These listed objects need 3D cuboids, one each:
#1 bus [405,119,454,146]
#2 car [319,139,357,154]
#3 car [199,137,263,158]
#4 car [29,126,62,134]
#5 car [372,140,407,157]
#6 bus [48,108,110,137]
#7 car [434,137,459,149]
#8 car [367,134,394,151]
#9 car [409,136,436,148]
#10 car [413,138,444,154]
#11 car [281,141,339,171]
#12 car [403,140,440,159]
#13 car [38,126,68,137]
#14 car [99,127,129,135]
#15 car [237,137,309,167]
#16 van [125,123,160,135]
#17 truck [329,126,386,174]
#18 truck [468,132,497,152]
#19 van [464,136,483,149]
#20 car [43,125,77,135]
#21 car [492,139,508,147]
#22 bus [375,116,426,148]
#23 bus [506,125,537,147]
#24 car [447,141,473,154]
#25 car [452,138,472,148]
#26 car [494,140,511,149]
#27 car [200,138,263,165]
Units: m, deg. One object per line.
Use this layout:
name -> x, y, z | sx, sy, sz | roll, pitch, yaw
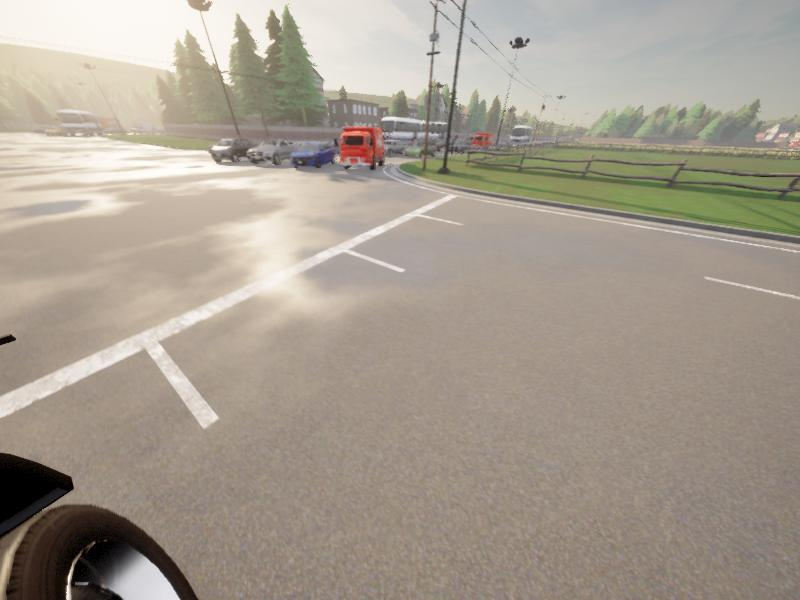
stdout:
bus -> 6.199, -34.826, 48.388 | 10.273, 4.253, 3.944 | -25, 43, -32
car -> -7.608, -19.113, 28.646 | 1.994, 1.385, 4.181 | 22, 41, 26
car -> -15.775, -14.520, 21.925 | 1.812, 1.442, 4.674 | 11, 37, 14
car -> -79.994, -38.455, 52.216 | 1.816, 1.474, 4.193 | -9, 37, -15
car -> -1.140, -17.351, 26.391 | 1.970, 1.475, 3.806 | 23, 41, 27
bus -> -66.895, -37.166, 48.615 | 3.944, 4.253, 10.273 | -20, 41, -27
car -> 8.599, -29.062, 42.746 | 2.242, 1.667, 4.611 | 26, 43, 30
car -> -2.778, -23.423, 34.328 | 1.905, 1.878, 3.866 | 23, 41, 26
car -> 4.123, -28.700, 42.065 | 4.611, 1.667, 2.242 | -25, 44, -32
car -> 4.079, -21.787, 32.547 | 2.242, 1.667, 4.611 | 23, 41, 27
car -> -6.290, -10.669, 16.932 | 1.882, 1.535, 5.008 | 4, 36, 4
car -> 2.395, -16.690, 25.583 | 2.007, 1.525, 4.514 | 23, 41, 27
car -> -67.958, -33.155, 45.363 | 1.801, 1.575, 5.366 | -24, 43, -30
car -> -74.809, -44.365, 60.570 | 2.163, 1.488, 4.792 | -2, 36, -5
car -> -9.622, -11.715, 18.161 | 2.152, 1.651, 5.027 | 8, 36, 8
van -> -71.332, -47.501, 64.212 | 2.351, 2.431, 6.366 | 3, 36, 2
truck -> -2.687, -10.797, 16.458 | 2.627, 2.467, 5.204 | 3, 36, 5
truck -> 13.956, -26.723, 39.073 | 2.627, 2.467, 5.204 | 23, 41, 27
van -> 14.169, -30.347, 44.471 | 1.775, 1.987, 4.442 | 23, 41, 27
car -> -76.128, -38.158, 51.828 | 2.033, 1.649, 4.856 | -12, 38, -18
car -> 24.693, -38.958, 57.159 | 2.128, 1.511, 4.902 | 23, 41, 27
bus -> 0.316, -30.137, 41.692 | 3.944, 4.253, 10.273 | 22, 40, 25
bus -> 30.937, -41.499, 58.585 | 3.944, 4.253, 10.273 | 23, 41, 27
car -> 8.700, -21.899, 33.146 | 1.994, 1.385, 4.181 | 23, 41, 26
car -> 13.059, -32.851, 48.303 | 2.163, 1.488, 4.792 | 23, 41, 27
car -> 21.678, -32.751, 48.613 | 1.994, 1.385, 4.181 | 23, 41, 26
car -> -12.947, -11.722, 18.097 | 1.789, 1.549, 3.705 | 4, 36, 5
